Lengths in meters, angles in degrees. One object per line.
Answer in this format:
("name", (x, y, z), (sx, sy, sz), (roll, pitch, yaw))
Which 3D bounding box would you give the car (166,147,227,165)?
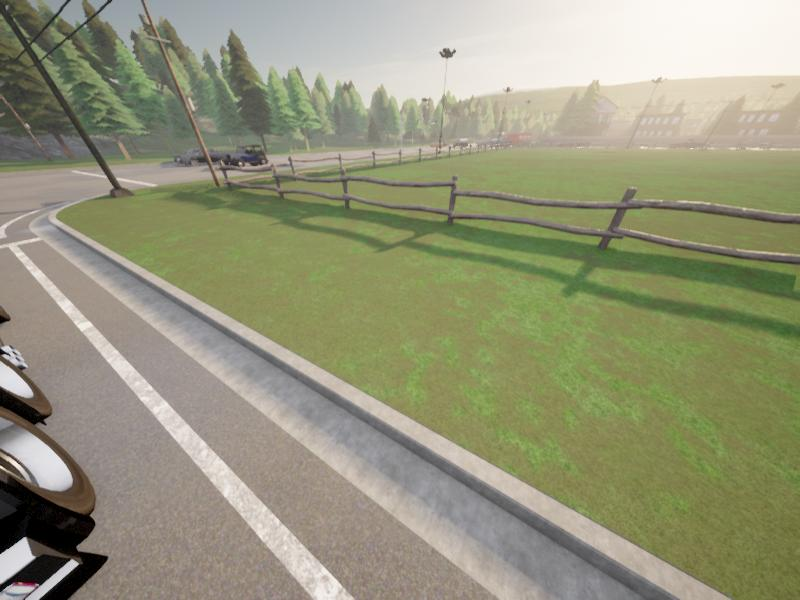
("car", (-23.430, -16.771, 26.849), (1.837, 1.490, 4.892), (18, 39, 25))

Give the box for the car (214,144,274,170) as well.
("car", (-14.647, -13.656, 21.974), (1.905, 1.878, 3.866), (18, 39, 24))

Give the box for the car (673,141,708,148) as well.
("car", (70.659, -37.897, 56.264), (4.792, 1.488, 2.163), (18, 39, 25))

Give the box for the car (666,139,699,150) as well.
("car", (62.200, -34.394, 50.987), (3.866, 1.878, 1.905), (18, 39, 25))

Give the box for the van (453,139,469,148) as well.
("van", (16.857, -43.004, 63.536), (2.069, 2.038, 4.480), (28, 44, 34))

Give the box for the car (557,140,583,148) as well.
("car", (45.826, -42.065, 62.292), (5.238, 1.638, 1.930), (18, 39, 25))

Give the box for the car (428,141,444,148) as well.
("car", (10.371, -44.653, 66.382), (1.882, 1.535, 5.008), (28, 44, 34))

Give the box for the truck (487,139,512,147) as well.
("truck", (30.742, -48.618, 71.383), (6.274, 2.098, 2.390), (2, 35, 4))

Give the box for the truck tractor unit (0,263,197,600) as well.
("truck tractor unit", (-5.115, -0.296, 0.784), (6.516, 4.208, 3.053), (18, 39, 24))

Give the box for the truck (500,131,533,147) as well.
("truck", (36.471, -50.583, 72.636), (8.468, 3.827, 2.891), (12, 37, 17))

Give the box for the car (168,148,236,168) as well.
("car", (-20.901, -15.282, 24.682), (2.128, 1.511, 4.902), (18, 39, 24))
